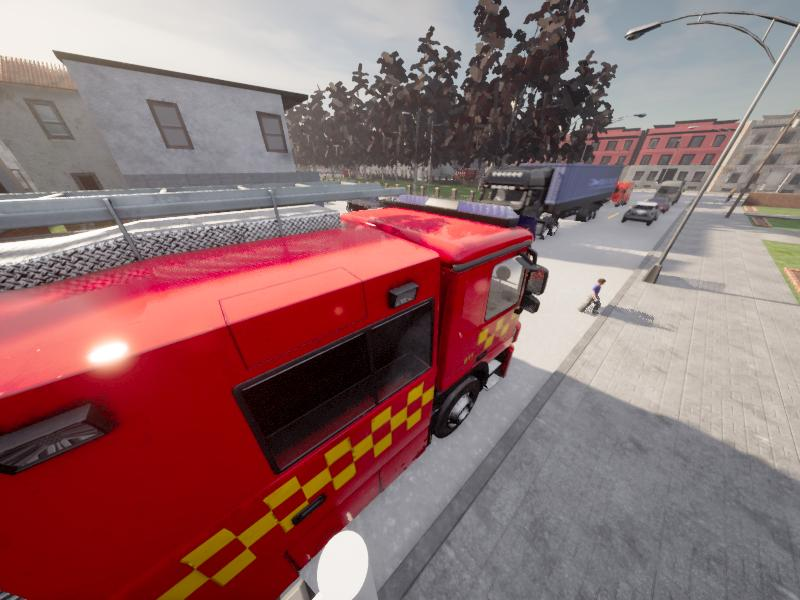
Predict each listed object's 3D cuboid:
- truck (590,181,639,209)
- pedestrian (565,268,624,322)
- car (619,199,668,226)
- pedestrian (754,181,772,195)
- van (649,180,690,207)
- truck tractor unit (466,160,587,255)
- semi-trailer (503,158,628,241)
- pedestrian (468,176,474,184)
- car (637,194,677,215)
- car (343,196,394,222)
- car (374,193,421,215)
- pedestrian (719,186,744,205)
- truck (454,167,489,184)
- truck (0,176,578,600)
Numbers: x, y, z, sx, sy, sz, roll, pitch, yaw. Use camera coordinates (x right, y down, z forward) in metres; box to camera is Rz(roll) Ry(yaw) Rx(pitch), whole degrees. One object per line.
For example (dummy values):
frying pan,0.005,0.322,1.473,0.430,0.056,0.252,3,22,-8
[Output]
truck,25.002,-12.358,26.934,5.204,2.467,2.627,-23,37,-34
pedestrian,5.796,-0.164,6.940,0.751,1.300,0.751,-17,34,-27
car,20.316,-7.352,19.264,3.806,1.475,1.970,-23,37,-34
pedestrian,57.699,-17.792,36.705,0.751,1.860,0.751,-26,39,-38
van,32.924,-13.119,28.192,5.915,2.561,1.988,-23,37,-33
truck tractor unit,7.523,-5.786,13.804,6.516,4.208,3.053,-22,37,-34
semi-trailer,13.577,-8.418,18.166,14.254,4.402,2.717,-23,37,-34
pedestrian,18.164,-30.729,59.112,0.751,1.860,0.751,-23,37,-34
car,26.384,-9.845,23.689,4.181,1.385,1.994,-23,37,-34
car,-2.925,-8.416,21.070,2.128,1.511,4.902,-23,37,-34
car,-0.326,-9.955,23.738,2.128,1.511,4.902,-23,37,-34
pedestrian,38.963,-12.305,27.185,0.751,1.860,0.751,15,33,25
truck,19.504,-34.399,63.761,2.891,3.827,8.468,-23,37,-34
truck,-1.857,0.930,2.570,8.468,3.827,2.891,-23,37,-34
